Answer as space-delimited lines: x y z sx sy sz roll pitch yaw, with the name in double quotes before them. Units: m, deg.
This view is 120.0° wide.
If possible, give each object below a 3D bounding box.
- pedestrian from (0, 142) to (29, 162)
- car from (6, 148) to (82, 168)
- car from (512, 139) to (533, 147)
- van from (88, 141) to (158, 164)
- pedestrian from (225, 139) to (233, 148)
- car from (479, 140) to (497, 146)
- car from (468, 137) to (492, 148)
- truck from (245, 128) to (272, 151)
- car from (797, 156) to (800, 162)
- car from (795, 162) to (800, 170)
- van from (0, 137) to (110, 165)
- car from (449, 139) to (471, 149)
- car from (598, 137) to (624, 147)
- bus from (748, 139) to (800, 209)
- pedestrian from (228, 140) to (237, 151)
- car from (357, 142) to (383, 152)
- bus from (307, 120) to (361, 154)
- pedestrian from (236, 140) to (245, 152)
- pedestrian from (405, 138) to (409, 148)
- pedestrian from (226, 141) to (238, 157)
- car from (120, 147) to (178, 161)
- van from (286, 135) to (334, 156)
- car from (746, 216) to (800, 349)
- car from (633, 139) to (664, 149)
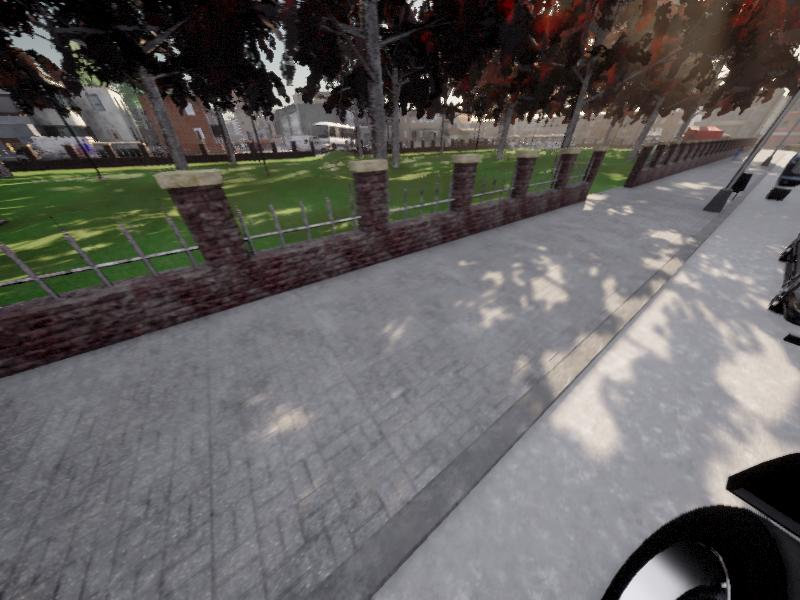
"pedestrian" -44.694 -17.195 26.821 0.751 1.860 0.751 -28 43 -33
"car" -36.018 -14.582 23.563 3.633 1.501 1.845 -23 41 -29
"car" 35.433 -45.512 66.852 2.097 1.767 4.553 -22 41 -28
"van" -31.057 -16.744 26.182 4.442 1.987 1.775 -24 41 -29
"pedestrian" -43.406 -39.684 58.670 0.751 1.860 0.751 18 39 24
"car" 28.581 -50.970 74.944 2.128 1.511 4.902 -22 41 -28
"car" 18.942 -37.227 54.668 5.566 2.045 2.150 -24 42 -30
"truck" -30.543 -34.534 49.777 2.891 3.827 8.468 -22 41 -28
"car" 42.671 -15.032 23.367 5.238 1.638 1.930 -22 41 -28
"car" 32.451 -10.941 17.457 3.866 1.878 1.905 -22 41 -28
"van" -38.403 -16.896 26.084 6.366 2.431 2.351 -22 41 -28
"car" 13.341 -34.997 51.709 4.605 1.855 1.932 -22 41 -28
"car" 50.220 -37.651 55.110 1.905 1.878 3.866 -22 41 -28
"bus" 19.243 -6.398 9.100 10.273 4.253 3.944 -22 41 -28
"pedestrian" -33.131 -30.564 45.644 0.751 1.860 0.751 -23 41 -29
"car" -5.748 -29.846 44.969 4.674 1.442 1.812 -22 41 -28
"bus" -11.268 -28.932 41.330 3.944 4.253 10.273 15 36 15
"pedestrian" -28.806 -27.799 41.689 0.751 1.860 0.751 -15 38 -19
"pedestrian" 1.625 -36.142 53.232 0.751 1.860 0.751 -28 44 -33
"pedestrian" -24.256 -21.849 33.415 0.751 1.860 0.751 -23 41 -29
"car" -32.024 -18.787 29.683 4.718 1.301 1.895 -20 40 -25
"van" -14.343 -24.963 37.239 6.366 2.431 2.351 3 39 8
"car" 7.660 -0.568 3.426 5.357 1.411 2.033 -22 41 -28
"car" 54.333 -34.124 50.500 1.851 1.617 3.988 -22 41 -28
